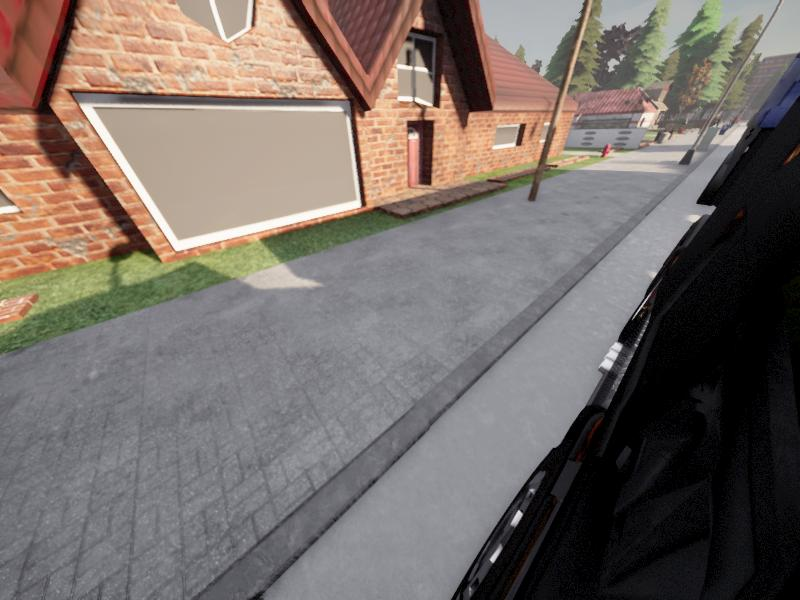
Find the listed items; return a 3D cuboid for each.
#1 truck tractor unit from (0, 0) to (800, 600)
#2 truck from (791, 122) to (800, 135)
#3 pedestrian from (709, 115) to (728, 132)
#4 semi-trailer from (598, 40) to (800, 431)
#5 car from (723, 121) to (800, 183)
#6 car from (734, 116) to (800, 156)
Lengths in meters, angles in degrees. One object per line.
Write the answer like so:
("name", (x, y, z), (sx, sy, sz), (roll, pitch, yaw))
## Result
("truck tractor unit", (2.645, -0.295, 0.351), (6.516, 4.208, 3.053), (-28, 44, -30))
("truck", (46.242, -19.589, 25.123), (5.204, 2.467, 2.627), (-28, 44, -30))
("pedestrian", (46.096, -25.548, 33.422), (0.751, 1.860, 0.751), (22, 43, 29))
("semi-trailer", (8.693, -3.602, 4.240), (14.254, 4.402, 2.717), (-28, 44, -30))
("car", (15.900, -6.317, 9.713), (4.605, 1.855, 1.932), (-26, 43, -31))
("car", (23.853, -10.600, 14.865), (3.866, 1.878, 1.905), (-28, 43, -30))
